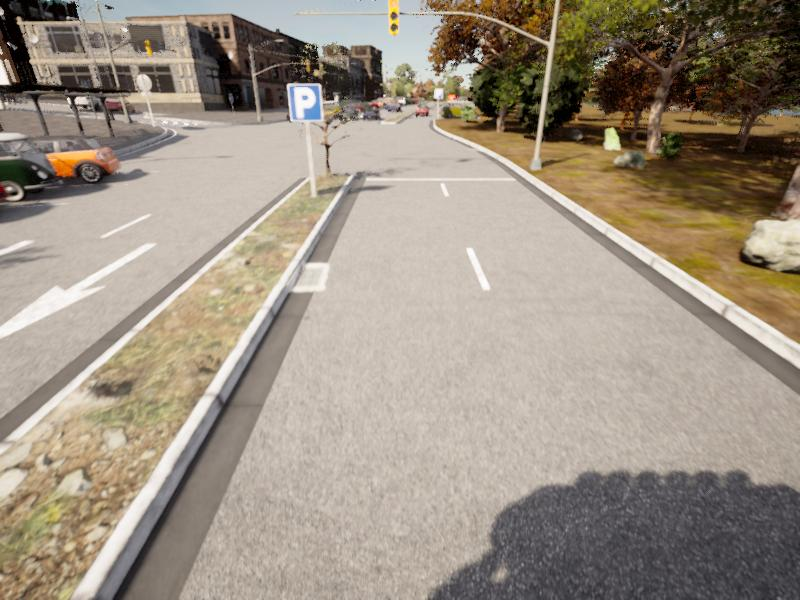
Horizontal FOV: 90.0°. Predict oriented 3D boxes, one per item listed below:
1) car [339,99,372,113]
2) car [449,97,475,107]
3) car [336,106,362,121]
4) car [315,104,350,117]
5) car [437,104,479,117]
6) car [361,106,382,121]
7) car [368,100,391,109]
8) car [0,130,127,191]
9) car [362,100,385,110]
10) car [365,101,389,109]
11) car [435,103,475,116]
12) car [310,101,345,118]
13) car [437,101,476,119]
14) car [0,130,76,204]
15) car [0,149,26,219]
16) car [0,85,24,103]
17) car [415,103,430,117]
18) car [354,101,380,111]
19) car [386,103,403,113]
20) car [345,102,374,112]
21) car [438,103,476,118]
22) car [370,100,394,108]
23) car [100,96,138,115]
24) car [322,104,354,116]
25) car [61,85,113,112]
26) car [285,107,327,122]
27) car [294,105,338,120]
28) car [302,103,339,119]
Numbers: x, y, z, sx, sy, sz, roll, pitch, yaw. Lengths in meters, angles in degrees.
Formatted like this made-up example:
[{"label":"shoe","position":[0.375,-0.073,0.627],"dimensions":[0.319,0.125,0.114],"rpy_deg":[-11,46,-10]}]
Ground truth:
[{"label":"car","position":[-8.081,-35.369,72.812],"dimensions":[5.566,2.045,2.435],"rpy_deg":[-7,27,-10]},{"label":"car","position":[14.838,-47.182,95.418],"dimensions":[5.566,2.045,2.435],"rpy_deg":[-4,27,-8]},{"label":"car","position":[-6.357,-23.604,50.484],"dimensions":[2.128,1.511,4.902],"rpy_deg":[2,27,5]},{"label":"car","position":[-10.077,-28.279,59.606],"dimensions":[4.892,1.521,2.231],"rpy_deg":[-7,27,-12]},{"label":"car","position":[8.141,-26.831,56.548],"dimensions":[5.366,1.575,1.946],"rpy_deg":[-6,28,-12]},{"label":"car","position":[-3.457,-23.017,49.346],"dimensions":[1.816,1.474,4.193],"rpy_deg":[2,27,5]},{"label":"car","position":[-4.617,-44.698,91.455],"dimensions":[5.008,1.535,2.097],"rpy_deg":[-6,27,-8]},{"label":"car","position":[-13.648,-5.429,15.397],"dimensions":[4.553,1.767,2.185],"rpy_deg":[-10,29,-17]},{"label":"car","position":[-5.665,-42.084,86.111],"dimensions":[4.553,1.767,2.185],"rpy_deg":[-6,28,-9]},{"label":"car","position":[-5.142,-43.334,88.813],"dimensions":[4.892,1.521,2.231],"rpy_deg":[-6,28,-8]},{"label":"car","position":[8.121,-28.141,59.080],"dimensions":[5.366,1.575,1.946],"rpy_deg":[-6,28,-12]},{"label":"car","position":[-10.303,-27.122,56.859],"dimensions":[4.442,1.987,1.878],"rpy_deg":[-7,28,-12]},{"label":"car","position":[7.226,-24.297,51.145],"dimensions":[4.442,1.987,1.878],"rpy_deg":[-6,28,-13]},{"label":"car","position":[-13.620,-4.162,12.700],"dimensions":[4.442,1.987,1.878],"rpy_deg":[-10,28,-17]},{"label":"car","position":[-13.734,-2.799,9.987],"dimensions":[5.566,2.045,2.435],"rpy_deg":[-10,28,-17]},{"label":"car","position":[-40.251,-20.647,39.913],"dimensions":[2.231,1.521,4.892],"rpy_deg":[-4,26,-20]},{"label":"car","position":[3.323,-27.587,57.999],"dimensions":[1.851,1.617,3.988],"rpy_deg":[3,27,6]},{"label":"car","position":[-6.701,-39.241,80.874],"dimensions":[5.008,1.535,2.097],"rpy_deg":[-6,28,-9]},{"label":"car","position":[-0.923,-33.025,68.751],"dimensions":[2.163,1.488,4.792],"rpy_deg":[3,27,7]},{"label":"car","position":[-7.661,-36.510,75.576],"dimensions":[5.008,1.535,2.097],"rpy_deg":[-6,27,-10]},{"label":"car","position":[7.608,-25.569,53.830],"dimensions":[4.553,1.767,2.185],"rpy_deg":[-6,28,-12]},{"label":"car","position":[-4.232,-46.038,94.053],"dimensions":[5.366,1.575,1.946],"rpy_deg":[-5,28,-8]},{"label":"car","position":[-28.214,-19.630,40.324],"dimensions":[2.002,1.452,4.674],"rpy_deg":[-4,26,-20]},{"label":"car","position":[-9.706,-29.617,62.286],"dimensions":[4.674,1.452,2.002],"rpy_deg":[-7,28,-11]},{"label":"car","position":[-31.210,-20.148,40.122],"dimensions":[2.435,2.045,5.566],"rpy_deg":[-4,26,-20]},{"label":"car","position":[-11.498,-22.772,48.993],"dimensions":[4.792,1.488,2.163],"rpy_deg":[-8,28,-13]},{"label":"car","position":[-10.856,-24.181,51.633],"dimensions":[5.366,1.575,1.946],"rpy_deg":[-8,28,-13]},{"label":"car","position":[-10.765,-25.638,54.204],"dimensions":[4.553,1.767,2.185],"rpy_deg":[-8,28,-12]}]
